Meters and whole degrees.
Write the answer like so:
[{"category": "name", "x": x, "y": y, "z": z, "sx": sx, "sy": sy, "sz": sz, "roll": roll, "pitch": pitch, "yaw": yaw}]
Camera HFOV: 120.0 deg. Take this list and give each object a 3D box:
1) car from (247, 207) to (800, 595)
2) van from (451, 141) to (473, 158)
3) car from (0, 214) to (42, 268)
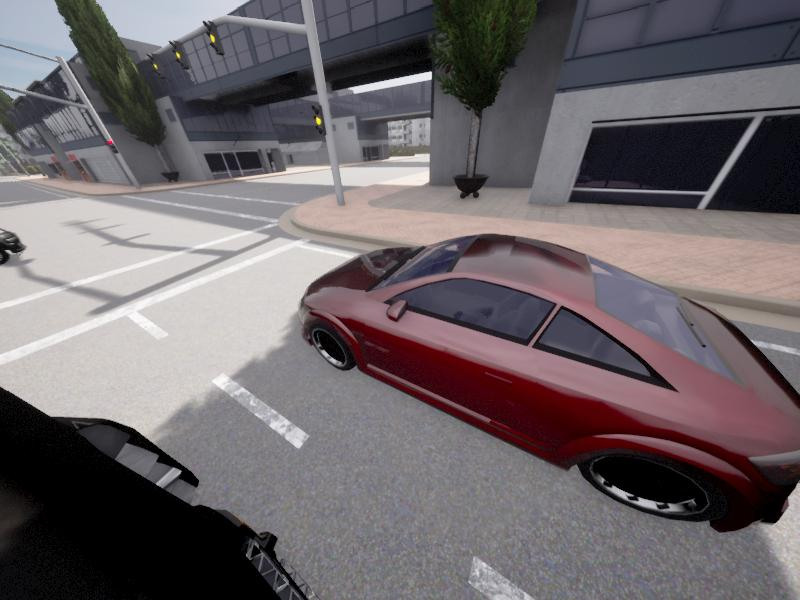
[{"category": "car", "x": 0.773, "y": 0.072, "z": 2.537, "sx": 4.181, "sy": 1.385, "sz": 1.994, "roll": 16, "pitch": 38, "yaw": 26}, {"category": "van", "x": 11.977, "y": -29.009, "z": 44.392, "sx": 1.988, "sy": 2.561, "sz": 5.915, "roll": 16, "pitch": 38, "yaw": 26}, {"category": "car", "x": -11.839, "y": -1.052, "z": 4.975, "sx": 1.851, "sy": 1.617, "sz": 3.988, "roll": 14, "pitch": 37, "yaw": 24}]
